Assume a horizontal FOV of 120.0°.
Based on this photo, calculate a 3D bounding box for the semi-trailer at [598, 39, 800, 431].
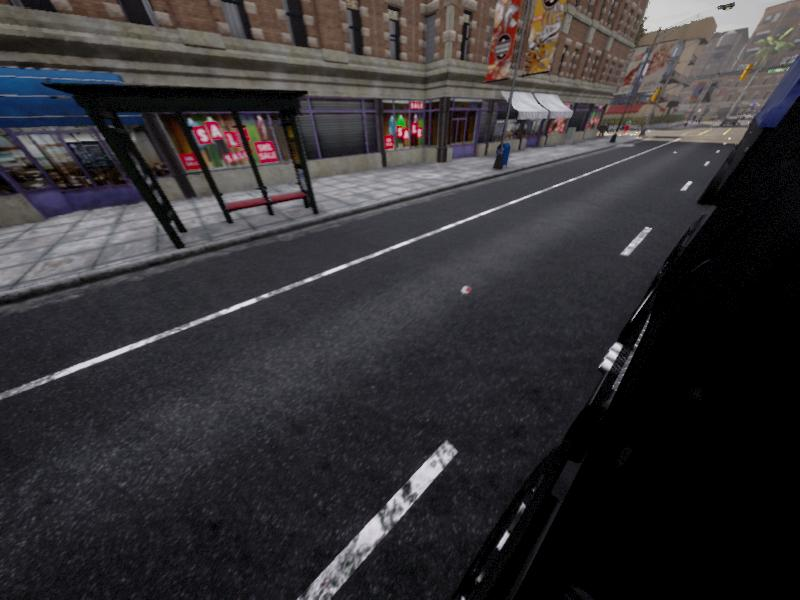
[{"bbox_3d":[8.703,-3.601,4.226,14.254,4.402,2.717,-28,44,-30],"label":"semi-trailer"}]

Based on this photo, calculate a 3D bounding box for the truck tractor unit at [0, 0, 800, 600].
[{"bbox_3d":[2.645,-0.295,0.351,6.516,4.208,3.053,-28,44,-30],"label":"truck tractor unit"}]

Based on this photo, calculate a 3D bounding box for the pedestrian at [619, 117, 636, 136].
[{"bbox_3d":[29.028,-22.121,29.506,0.751,1.860,0.751,-29,44,-30],"label":"pedestrian"}]

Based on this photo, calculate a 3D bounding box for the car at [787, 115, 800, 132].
[{"bbox_3d":[46.071,-19.143,24.758,1.932,1.855,4.605,7,38,12],"label":"car"}]
